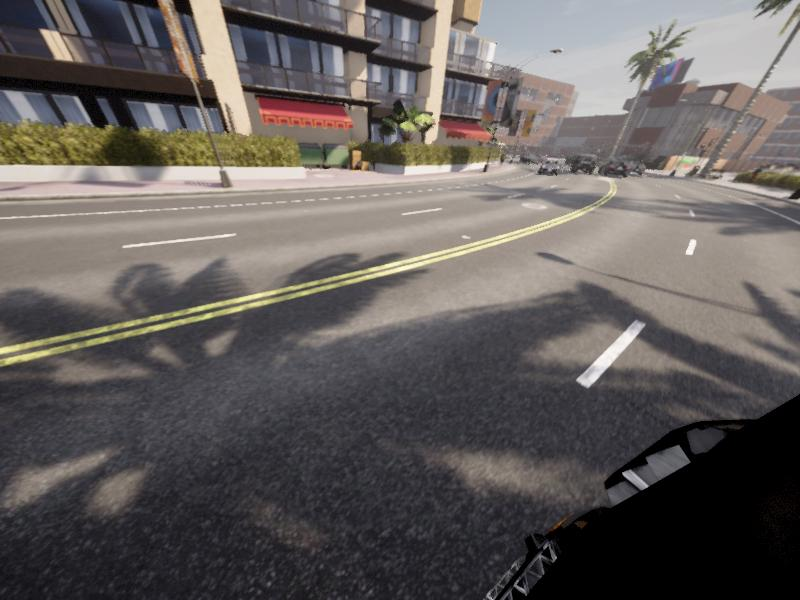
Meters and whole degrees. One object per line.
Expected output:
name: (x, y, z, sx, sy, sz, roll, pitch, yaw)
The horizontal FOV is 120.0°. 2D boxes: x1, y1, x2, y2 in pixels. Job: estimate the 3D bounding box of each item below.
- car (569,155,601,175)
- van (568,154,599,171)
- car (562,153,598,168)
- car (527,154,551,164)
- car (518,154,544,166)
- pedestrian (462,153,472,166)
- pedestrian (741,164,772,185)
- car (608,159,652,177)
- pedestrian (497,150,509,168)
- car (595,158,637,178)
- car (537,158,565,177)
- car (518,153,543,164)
car: (22.678, -16.723, 28.552, 1.905, 1.878, 3.866, 16, 36, 18)
van: (29.006, -21.962, 36.671, 1.775, 1.987, 4.442, 8, 35, 7)
car: (33.066, -25.871, 42.683, 2.150, 2.045, 5.566, 2, 34, -1)
car: (28.926, -29.475, 48.238, 1.994, 1.385, 4.181, -3, 35, -9)
car: (22.605, -24.354, 40.097, 1.837, 1.490, 4.892, 4, 34, 1)
pedestrian: (8.400, -17.538, 28.826, 0.751, 1.300, 0.751, 20, 38, 23)
pedestrian: (37.739, -13.326, 24.504, 0.751, 1.860, 0.751, 19, 37, 22)
car: (31.149, -18.098, 31.497, 2.152, 1.651, 5.027, 12, 35, 12)
pedestrian: (12.361, -16.980, 27.805, 0.751, 1.860, 0.751, 17, 37, 19)
car: (26.009, -16.066, 28.056, 2.242, 1.667, 4.611, 16, 37, 19)
car: (16.333, -14.377, 24.963, 1.970, 1.475, 3.806, 21, 38, 24)
car: (25.948, -28.266, 46.081, 2.007, 1.525, 4.514, -1, 34, -7)
